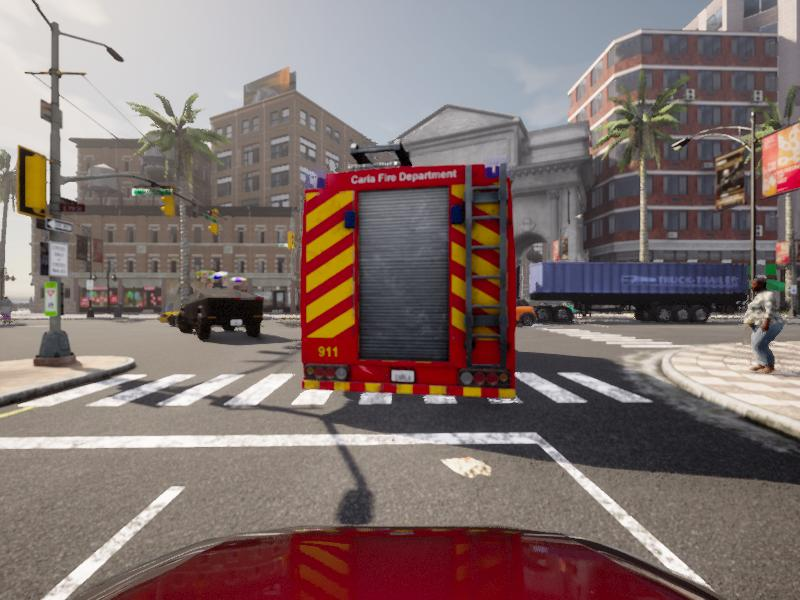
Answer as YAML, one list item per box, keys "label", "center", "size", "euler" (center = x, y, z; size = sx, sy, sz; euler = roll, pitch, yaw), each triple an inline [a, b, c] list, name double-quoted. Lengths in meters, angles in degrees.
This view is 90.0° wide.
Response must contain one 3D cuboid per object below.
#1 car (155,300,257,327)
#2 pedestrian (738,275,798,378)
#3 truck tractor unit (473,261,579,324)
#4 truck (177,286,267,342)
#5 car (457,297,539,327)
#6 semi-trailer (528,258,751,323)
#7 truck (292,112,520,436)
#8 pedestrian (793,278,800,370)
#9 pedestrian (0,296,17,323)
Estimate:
- label: "car"
  center: [-11.715, 0.803, 24.422]
  size: [5.366, 1.575, 1.801]
  euler: [0, 0, -1]
- label: "pedestrian"
  center: [7.086, 0.486, 7.746]
  size: [0.751, 1.860, 0.751]
  euler: [0, 0, 34]
- label: "truck tractor unit"
  center: [8.744, -0.521, 28.407]
  size: [6.516, 4.208, 3.053]
  euler: [0, 0, -1]
- label: "truck"
  center: [-8.247, 0.541, 18.102]
  size: [2.390, 2.098, 6.274]
  euler: [0, 0, -37]
- label: "car"
  center: [5.965, 0.696, 24.774]
  size: [4.553, 1.767, 2.097]
  euler: [0, 0, -3]
- label: "semi-trailer"
  center: [16.659, -0.617, 28.472]
  size: [14.254, 4.402, 2.717]
  euler: [0, 0, 0]
- label: "truck"
  center: [0.832, -0.318, 9.162]
  size: [2.891, 3.827, 8.468]
  euler: [0, 0, 11]
- label: "pedestrian"
  center: [8.454, 0.486, 7.858]
  size: [0.751, 1.860, 0.751]
  euler: [0, 0, -7]
- label: "pedestrian"
  center: [-27.644, 0.640, 28.128]
  size: [0.751, 1.860, 0.751]
  euler: [0, 0, -4]
